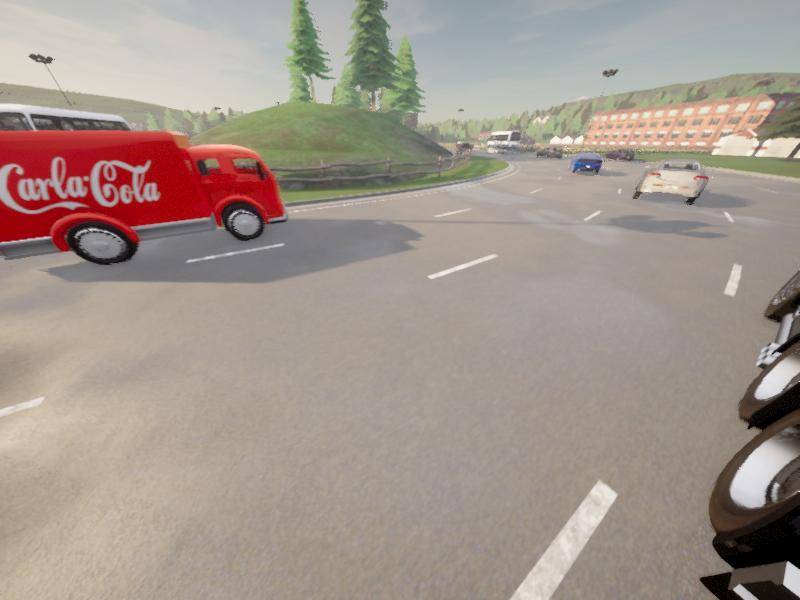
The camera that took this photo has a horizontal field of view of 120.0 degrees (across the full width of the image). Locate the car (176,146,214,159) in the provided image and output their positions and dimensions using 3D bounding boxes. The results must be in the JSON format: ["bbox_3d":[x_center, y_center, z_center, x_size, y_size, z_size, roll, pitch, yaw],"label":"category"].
[{"bbox_3d":[-30.534,-22.120,34.603,2.128,1.511,4.902,-7,35,-10],"label":"car"}]

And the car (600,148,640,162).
[{"bbox_3d":[31.022,-20.575,32.770,1.816,1.474,4.193,3,35,3],"label":"car"}]

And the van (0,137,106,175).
[{"bbox_3d":[-30.279,-12.590,19.981,2.351,2.431,6.366,-7,35,-10],"label":"van"}]

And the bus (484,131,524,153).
[{"bbox_3d":[26.257,-40.572,59.278,3.944,4.253,10.273,-7,35,-10],"label":"bus"}]

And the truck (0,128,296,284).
[{"bbox_3d":[-5.925,-2.746,5.830,5.204,2.467,2.627,-19,39,-25],"label":"truck"}]

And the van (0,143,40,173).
[{"bbox_3d":[-33.506,-11.498,18.767,1.775,1.987,4.442,-7,35,-10],"label":"van"}]

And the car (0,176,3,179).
[{"bbox_3d":[-28.512,-7.693,13.603,2.152,1.651,5.027,-7,35,-10],"label":"car"}]

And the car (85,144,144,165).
[{"bbox_3d":[-31.845,-16.412,25.985,1.905,1.878,3.866,-7,35,-10],"label":"car"}]

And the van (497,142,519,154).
[{"bbox_3d":[24.581,-34.861,52.943,2.069,2.038,4.480,-7,35,-10],"label":"van"}]

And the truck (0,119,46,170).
[{"bbox_3d":[-37.369,-12.982,19.277,2.891,3.827,8.468,-7,35,-10],"label":"truck"}]

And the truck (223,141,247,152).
[{"bbox_3d":[-39.893,-37.307,56.040,2.390,2.098,6.274,-7,35,-10],"label":"truck"}]

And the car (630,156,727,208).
[{"bbox_3d":[13.410,-6.063,11.495,2.152,1.651,5.027,27,42,32],"label":"car"}]

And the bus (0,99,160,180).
[{"bbox_3d":[-26.419,-12.944,18.913,3.944,4.253,10.273,-7,35,-10],"label":"bus"}]

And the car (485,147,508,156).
[{"bbox_3d":[19.205,-29.879,46.343,1.895,1.301,4.718,-7,35,-10],"label":"car"}]

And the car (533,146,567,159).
[{"bbox_3d":[24.294,-24.034,37.571,2.242,1.667,4.611,-1,35,-3],"label":"car"}]

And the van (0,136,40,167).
[{"bbox_3d":[-41.974,-15.096,23.446,1.988,2.561,5.915,-7,35,-10],"label":"van"}]

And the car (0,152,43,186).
[{"bbox_3d":[-24.923,-7.650,13.577,1.851,1.617,3.988,-7,35,-10],"label":"car"}]

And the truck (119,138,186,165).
[{"bbox_3d":[-28.622,-17.551,27.147,2.627,2.467,5.204,-7,35,-11],"label":"truck"}]

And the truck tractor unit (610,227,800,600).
[{"bbox_3d":[5.043,-0.360,0.882,6.516,4.208,3.053,-21,39,-27],"label":"truck tractor unit"}]

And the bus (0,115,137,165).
[{"bbox_3d":[-39.757,-19.663,28.571,3.944,4.253,10.273,-7,35,-10],"label":"bus"}]

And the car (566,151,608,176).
[{"bbox_3d":[16.602,-12.385,20.755,1.882,1.535,5.008,16,38,21],"label":"car"}]
